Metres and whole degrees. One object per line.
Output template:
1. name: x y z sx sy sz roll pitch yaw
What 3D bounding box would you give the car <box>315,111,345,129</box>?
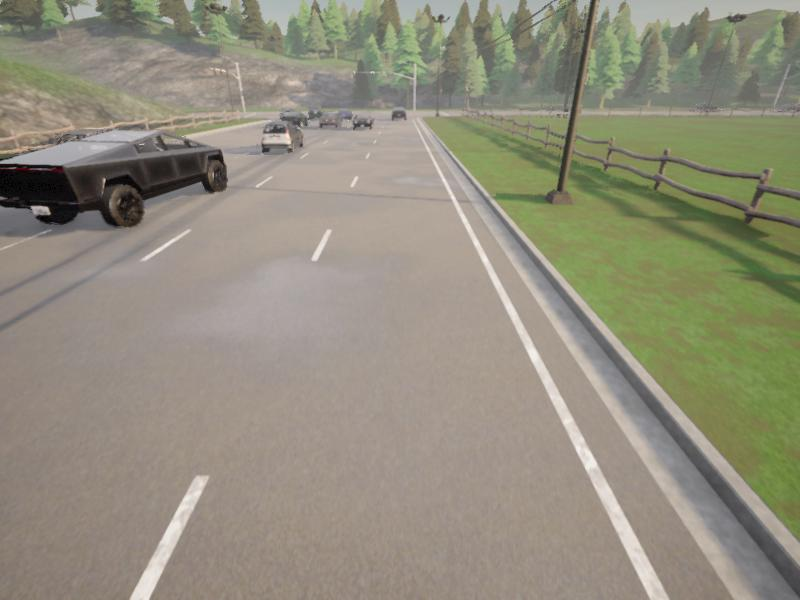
1. car: -7.034 -18.389 40.800 2.033 1.411 5.357 0 27 0

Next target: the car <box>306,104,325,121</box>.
1. car: -11.073 -24.771 52.763 2.097 1.767 4.553 -4 27 -8

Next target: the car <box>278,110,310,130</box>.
1. car: -10.535 -18.145 40.176 1.882 1.535 5.008 0 27 0

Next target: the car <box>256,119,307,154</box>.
1. car: -7.020 -9.929 24.140 1.851 1.617 3.988 0 27 0

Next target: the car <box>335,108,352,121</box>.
1. car: -7.401 -24.585 52.860 1.994 1.385 4.181 -3 27 -5

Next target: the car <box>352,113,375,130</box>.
1. car: -3.534 -17.667 39.496 1.895 1.301 4.718 0 27 0

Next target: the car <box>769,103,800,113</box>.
1. car: 68.655 -33.773 70.433 4.902 1.511 2.128 0 27 1

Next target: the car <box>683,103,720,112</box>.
1. car: 55.467 -35.454 73.662 4.892 1.490 1.837 0 27 1

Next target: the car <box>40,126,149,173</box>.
1. car: -14.016 -7.140 18.742 1.851 1.617 3.988 0 27 0

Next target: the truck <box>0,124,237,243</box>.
1. truck: -7.626 -3.735 11.580 2.390 2.098 6.274 4 28 8

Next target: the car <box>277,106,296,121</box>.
1. car: -15.026 -24.714 52.955 2.007 1.525 4.514 -8 28 -15

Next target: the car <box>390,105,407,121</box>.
1. car: -0.249 -24.831 53.021 1.930 1.638 5.238 -1 27 -3
